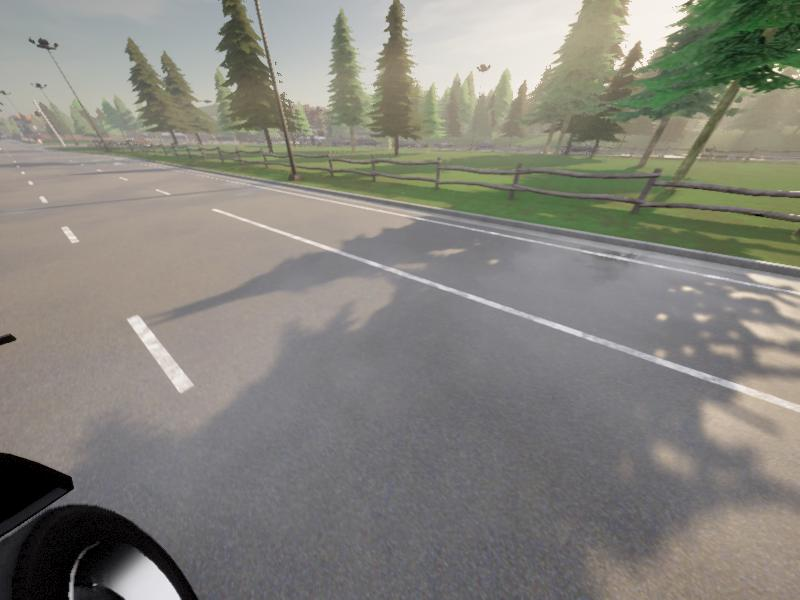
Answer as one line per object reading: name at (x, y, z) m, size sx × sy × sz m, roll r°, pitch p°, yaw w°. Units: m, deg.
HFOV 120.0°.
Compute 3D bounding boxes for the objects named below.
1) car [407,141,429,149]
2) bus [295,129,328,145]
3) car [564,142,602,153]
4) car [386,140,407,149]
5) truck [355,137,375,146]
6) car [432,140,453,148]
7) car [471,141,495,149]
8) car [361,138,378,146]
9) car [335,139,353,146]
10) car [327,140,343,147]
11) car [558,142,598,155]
car at (4.417, -38.677, 57.409) m, size 4.974 × 1.542 × 2.038 m, roll 22°, pitch 41°, yaw 28°
bus at (-29.006, -53.388, 75.670) m, size 10.273 × 4.253 × 3.944 m, roll 22°, pitch 41°, yaw 28°
car at (34.458, -28.824, 43.699) m, size 5.366 × 1.575 × 1.801 m, roll 22°, pitch 41°, yaw 28°
car at (-0.989, -38.450, 56.990) m, size 4.856 × 1.649 × 2.033 m, roll 22°, pitch 41°, yaw 28°
truck at (-11.055, -50.168, 73.121) m, size 6.274 × 2.098 × 2.390 m, roll 22°, pitch 41°, yaw 28°
car at (11.166, -40.847, 60.539) m, size 4.974 × 1.542 × 2.038 m, roll 22°, pitch 41°, yaw 28°
car at (19.917, -37.236, 55.540) m, size 5.008 × 1.535 × 1.882 m, roll 22°, pitch 41°, yaw 28°
car at (-9.120, -46.813, 68.579) m, size 4.605 × 1.855 × 1.932 m, roll 22°, pitch 41°, yaw 28°
car at (-16.975, -47.470, 69.648) m, size 5.238 × 1.638 × 1.930 m, roll 22°, pitch 41°, yaw 28°
car at (-18.977, -45.747, 67.349) m, size 4.514 × 1.525 × 2.007 m, roll 22°, pitch 41°, yaw 28°
car at (30.065, -25.707, 39.205) m, size 5.027 × 1.651 × 2.152 m, roll 22°, pitch 41°, yaw 28°
